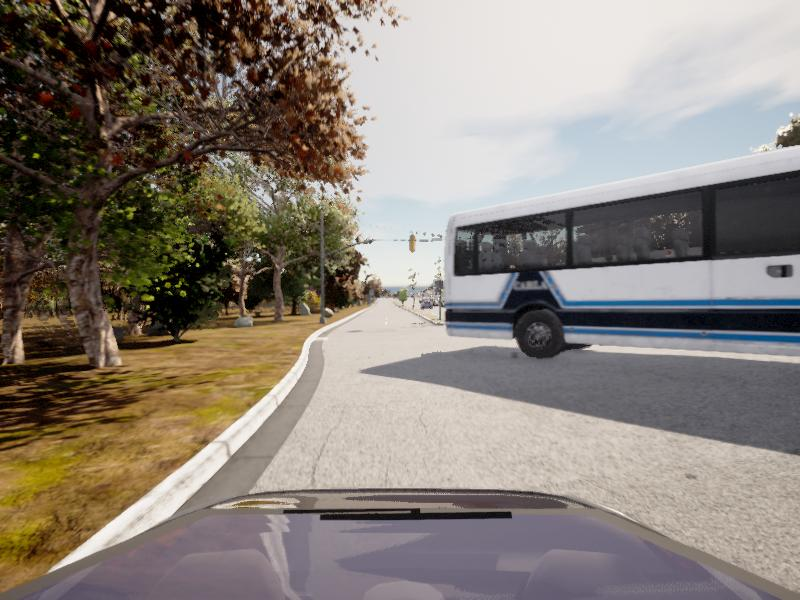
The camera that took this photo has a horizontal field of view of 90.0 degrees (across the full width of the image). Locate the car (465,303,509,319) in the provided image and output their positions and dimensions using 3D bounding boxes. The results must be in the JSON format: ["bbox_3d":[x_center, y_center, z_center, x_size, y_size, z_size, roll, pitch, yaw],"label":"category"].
[{"bbox_3d":[8.301,1.017,38.753,2.033,1.411,5.357,0,0,-14],"label":"car"}]

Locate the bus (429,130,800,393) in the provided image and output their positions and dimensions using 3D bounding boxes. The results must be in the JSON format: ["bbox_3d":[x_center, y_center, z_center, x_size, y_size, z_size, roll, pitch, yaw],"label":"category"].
[{"bbox_3d":[6.040,-0.679,9.589,10.273,4.253,3.944,-1,3,43],"label":"bus"}]
